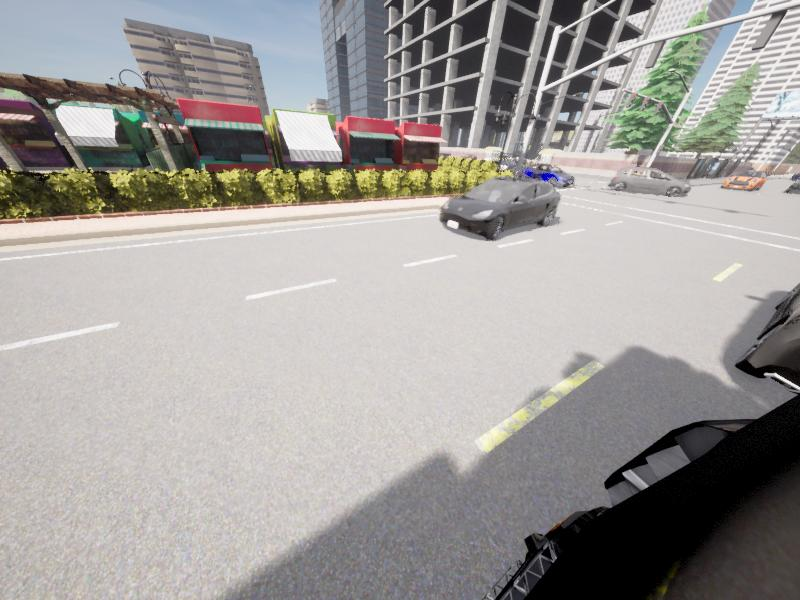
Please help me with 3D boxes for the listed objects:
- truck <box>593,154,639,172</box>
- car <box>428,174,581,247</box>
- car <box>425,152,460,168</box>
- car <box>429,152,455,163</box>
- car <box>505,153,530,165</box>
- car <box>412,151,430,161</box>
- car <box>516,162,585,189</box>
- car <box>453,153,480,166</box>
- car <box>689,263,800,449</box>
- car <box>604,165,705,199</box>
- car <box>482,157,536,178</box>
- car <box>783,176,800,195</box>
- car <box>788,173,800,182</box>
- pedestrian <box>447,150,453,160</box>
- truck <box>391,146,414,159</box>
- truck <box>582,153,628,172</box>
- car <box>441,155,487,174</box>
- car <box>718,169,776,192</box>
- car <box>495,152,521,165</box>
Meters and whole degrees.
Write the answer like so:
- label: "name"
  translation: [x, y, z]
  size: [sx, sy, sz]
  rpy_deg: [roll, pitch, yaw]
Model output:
- label: "truck"
  translation: [40.802, -26.069, 43.855]
  size: [2.615, 2.467, 5.204]
  rpy_deg: [-15, 38, -25]
- label: "car"
  translation: [3.534, -3.261, 7.796]
  size: [4.792, 1.488, 2.163]
  rpy_deg: [-19, 39, -30]
- label: "car"
  translation: [5.999, -20.400, 33.560]
  size: [1.930, 1.638, 5.238]
  rpy_deg: [-16, 38, -26]
- label: "car"
  translation: [7.669, -26.493, 42.961]
  size: [1.882, 1.535, 5.008]
  rpy_deg: [-16, 38, -26]
- label: "car"
  translation: [23.687, -28.533, 46.714]
  size: [1.905, 1.878, 3.866]
  rpy_deg: [-15, 38, -25]
- label: "car"
  translation: [4.334, -29.868, 47.773]
  size: [1.789, 1.549, 3.705]
  rpy_deg: [-16, 38, -26]
- label: "car"
  translation: [11.869, -10.072, 18.607]
  size: [1.816, 1.474, 4.193]
  rpy_deg: [-10, 36, -19]
- label: "car"
  translation: [10.933, -23.239, 38.249]
  size: [1.851, 1.617, 3.988]
  rpy_deg: [-16, 38, -26]
- label: "car"
  translation: [6.039, 0.331, 2.551]
  size: [4.902, 1.511, 2.128]
  rpy_deg: [-15, 38, -25]
- label: "car"
  translation: [18.654, -8.914, 17.292]
  size: [4.611, 1.667, 2.242]
  rpy_deg: [29, 42, 34]
- label: "car"
  translation: [11.723, -14.584, 25.340]
  size: [2.038, 1.542, 4.974]
  rpy_deg: [-16, 38, -26]
- label: "car"
  translation: [39.911, -11.161, 22.500]
  size: [4.892, 1.490, 1.837]
  rpy_deg: [-15, 38, -25]
- label: "car"
  translation: [74.995, -22.923, 43.103]
  size: [4.718, 1.301, 1.895]
  rpy_deg: [-16, 38, -26]
- label: "pedestrian"
  translation: [10.454, -30.321, 48.336]
  size: [0.751, 1.860, 0.751]
  rpy_deg: [-15, 38, -25]
- label: "truck"
  translation: [0.515, -33.955, 53.142]
  size: [2.390, 2.098, 6.274]
  rpy_deg: [-16, 38, -26]
- label: "truck"
  translation: [37.046, -25.035, 42.008]
  size: [2.615, 2.467, 5.204]
  rpy_deg: [-15, 38, -25]
- label: "car"
  translation: [7.091, -15.342, 26.118]
  size: [1.882, 1.535, 5.008]
  rpy_deg: [-16, 38, -26]
- label: "car"
  translation: [35.164, -12.203, 23.431]
  size: [4.553, 1.767, 2.097]
  rpy_deg: [-15, 38, -25]
- label: "car"
  translation: [21.125, -27.828, 45.453]
  size: [1.905, 1.878, 3.866]
  rpy_deg: [-15, 38, -25]
